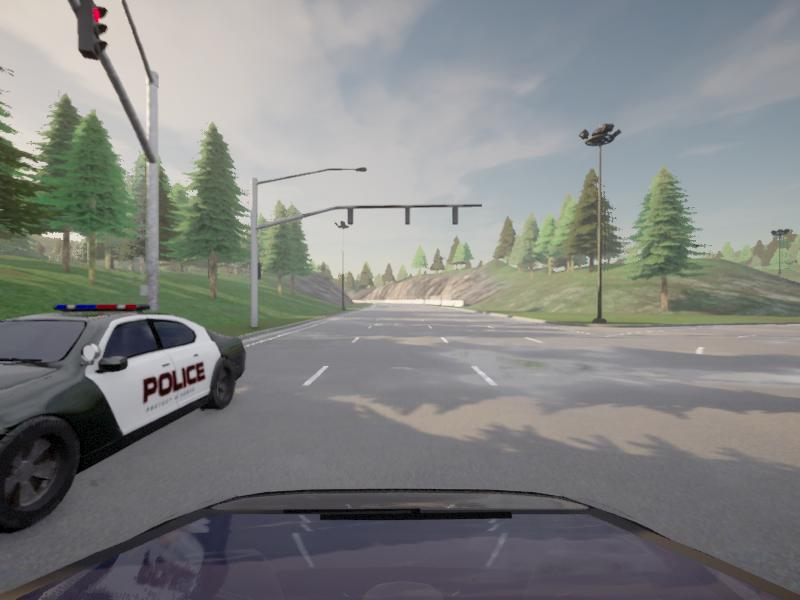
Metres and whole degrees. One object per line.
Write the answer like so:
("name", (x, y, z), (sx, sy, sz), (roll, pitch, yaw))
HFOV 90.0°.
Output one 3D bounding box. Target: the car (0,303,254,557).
("car", (-3.501, 0.823, 4.291), (2.038, 1.542, 4.974), (0, 0, 0))
